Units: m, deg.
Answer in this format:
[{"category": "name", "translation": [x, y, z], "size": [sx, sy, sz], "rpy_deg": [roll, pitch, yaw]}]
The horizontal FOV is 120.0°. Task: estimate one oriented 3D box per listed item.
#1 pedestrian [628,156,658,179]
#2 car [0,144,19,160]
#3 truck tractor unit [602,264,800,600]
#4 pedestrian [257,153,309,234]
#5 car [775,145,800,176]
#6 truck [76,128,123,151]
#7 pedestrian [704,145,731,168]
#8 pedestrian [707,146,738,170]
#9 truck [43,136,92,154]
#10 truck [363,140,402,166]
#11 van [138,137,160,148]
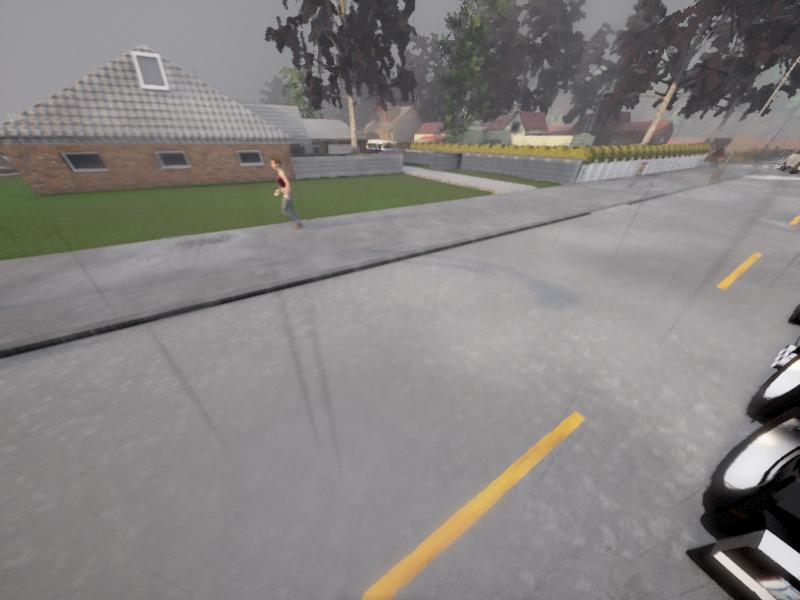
[{"category": "pedestrian", "translation": [16.880, -9.218, 16.068], "size": [0.751, 1.300, 0.751], "rpy_deg": [-18, 39, -24]}, {"category": "car", "translation": [-49.124, -17.776, 27.745], "size": [1.789, 1.549, 3.705], "rpy_deg": [-18, 39, -24]}, {"category": "truck tractor unit", "translation": [5.114, -0.296, 0.787], "size": [6.516, 4.208, 3.053], "rpy_deg": [-18, 39, -24]}, {"category": "pedestrian", "translation": [-3.058, -2.843, 6.216], "size": [0.751, 1.860, 0.751], "rpy_deg": [-12, 37, -17]}, {"category": "car", "translation": [35.630, -11.984, 19.793], "size": [2.150, 2.045, 5.566], "rpy_deg": [30, 45, 34]}, {"category": "truck", "translation": [-66.082, -35.546, 51.140], "size": [2.891, 3.827, 8.468], "rpy_deg": [-18, 39, -24]}, {"category": "pedestrian", "translation": [31.266, -14.143, 22.784], "size": [0.751, 1.860, 0.751], "rpy_deg": [29, 44, 34]}, {"category": "pedestrian", "translation": [29.340, -12.944, 21.041], "size": [0.751, 1.860, 0.751], "rpy_deg": [-16, 38, -23]}, {"category": "truck", "translation": [-58.583, -27.547, 40.899], "size": [2.627, 2.467, 5.204], "rpy_deg": [-18, 39, -24]}, {"category": "truck", "translation": [-1.873, -15.078, 23.555], "size": [2.069, 2.038, 4.478], "rpy_deg": [-18, 39, -24]}, {"category": "van", "translation": [-71.836, -45.253, 66.267], "size": [2.351, 2.431, 6.366], "rpy_deg": [-18, 39, -24]}]
